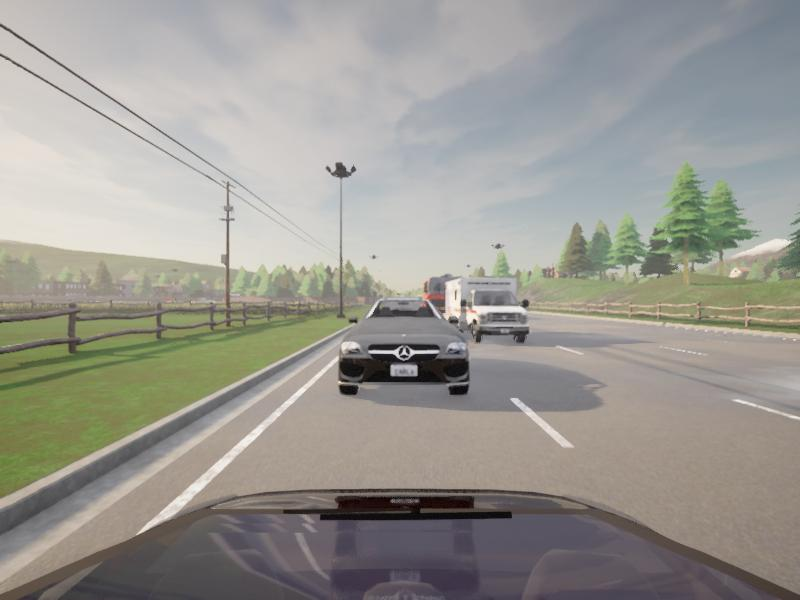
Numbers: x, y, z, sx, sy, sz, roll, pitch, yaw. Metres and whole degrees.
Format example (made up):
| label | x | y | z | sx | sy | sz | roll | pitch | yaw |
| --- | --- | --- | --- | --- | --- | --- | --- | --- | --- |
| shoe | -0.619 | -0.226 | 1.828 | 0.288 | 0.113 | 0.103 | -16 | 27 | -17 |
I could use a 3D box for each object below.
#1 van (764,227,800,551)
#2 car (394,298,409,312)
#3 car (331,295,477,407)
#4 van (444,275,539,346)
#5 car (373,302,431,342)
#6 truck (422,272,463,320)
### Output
| label | x | y | z | sx | sy | sz | roll | pitch | yaw |
| --- | --- | --- | --- | --- | --- | --- | --- | --- | --- |
| van | 3.544 | 0.558 | 0.518 | 2.069 | 2.038 | 4.480 | 0 | 0 | 0 |
| car | 0.192 | 0.627 | 52.574 | 1.932 | 1.855 | 4.605 | 0 | 0 | 0 |
| car | 0.068 | 0.760 | 8.436 | 2.152 | 1.651 | 5.027 | 0 | 0 | 0 |
| van | 3.456 | 0.362 | 16.757 | 2.351 | 2.431 | 6.366 | 0 | 0 | -2 |
| car | 0.092 | 0.829 | 17.299 | 2.163 | 1.488 | 4.792 | 0 | 0 | 0 |
| truck | 3.642 | -0.338 | 36.345 | 2.891 | 3.827 | 8.468 | 0 | 0 | 0 |
